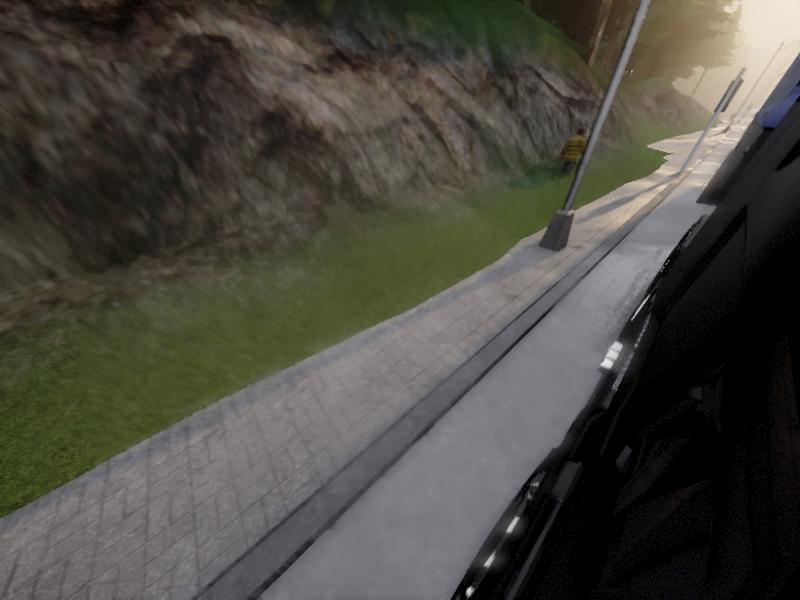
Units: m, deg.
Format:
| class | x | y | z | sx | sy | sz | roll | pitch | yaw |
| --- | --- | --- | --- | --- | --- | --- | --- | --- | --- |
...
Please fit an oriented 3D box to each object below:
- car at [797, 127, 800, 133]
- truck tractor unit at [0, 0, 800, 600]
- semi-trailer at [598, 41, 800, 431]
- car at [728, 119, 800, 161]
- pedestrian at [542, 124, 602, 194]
| class | x | y | z | sx | sy | sz | roll | pitch | yaw |
| --- | --- | --- | --- | --- | --- | --- | --- | --- | --- |
| car | 46.546 | -19.506 | 25.498 | 4.974 | 1.542 | 2.038 | -28 | 44 | -30 |
| truck tractor unit | 2.645 | -0.295 | 0.351 | 6.516 | 4.208 | 3.053 | -28 | 44 | -30 |
| semi-trailer | 8.696 | -3.607 | 4.231 | 14.254 | 4.402 | 2.717 | -28 | 44 | -30 |
| car | 21.459 | -9.301 | 13.321 | 4.611 | 1.667 | 2.242 | -28 | 44 | -30 |
| pedestrian | 5.608 | -4.647 | 7.643 | 0.751 | 1.860 | 0.751 | -20 | 40 | -21 |
